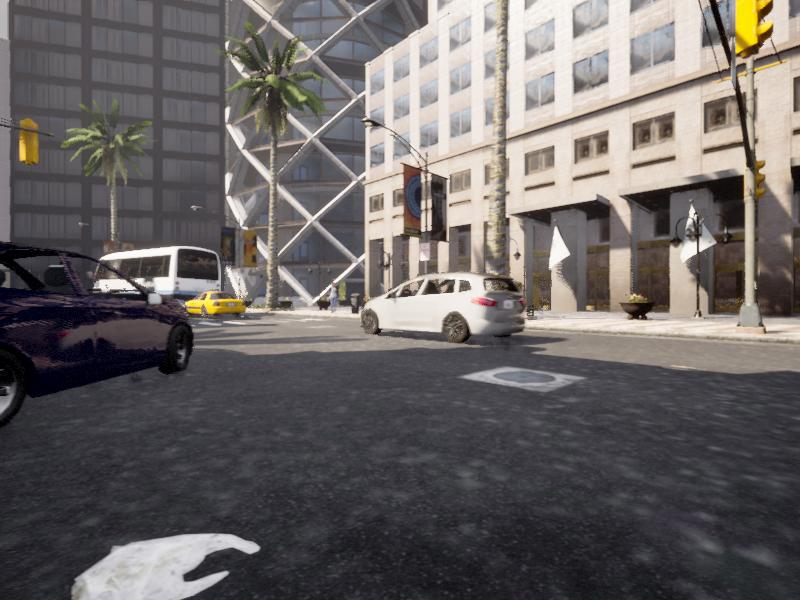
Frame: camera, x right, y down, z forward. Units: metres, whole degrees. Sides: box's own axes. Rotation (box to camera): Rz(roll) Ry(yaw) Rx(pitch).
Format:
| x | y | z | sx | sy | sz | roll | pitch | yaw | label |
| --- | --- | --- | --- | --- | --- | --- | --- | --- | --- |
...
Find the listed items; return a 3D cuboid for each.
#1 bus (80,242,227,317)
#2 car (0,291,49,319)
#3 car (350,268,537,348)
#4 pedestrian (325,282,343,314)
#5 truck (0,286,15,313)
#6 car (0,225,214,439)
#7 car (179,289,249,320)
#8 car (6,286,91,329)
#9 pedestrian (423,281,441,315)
| x | y | z | sx | sy | sz | roll | pitch | yaw | label |
| --- | --- | --- | --- | --- | --- | --- | --- | --- | --- |
| -16.780 | -1.156 | 26.996 | 10.273 | 4.253 | 3.944 | 0 | -1 | 30 | bus |
| -21.876 | 0.262 | 22.722 | 3.806 | 1.475 | 1.970 | 0 | 0 | 34 | car |
| 0.965 | 0.154 | 10.721 | 2.242 | 1.667 | 4.611 | 0 | 0 | -44 | car |
| -3.835 | -0.119 | 23.208 | 0.751 | 1.860 | 0.751 | 0 | 0 | -33 | pedestrian |
| -34.228 | -0.043 | 31.603 | 6.274 | 2.098 | 2.390 | 0 | 0 | 13 | truck |
| -3.711 | 0.226 | 4.148 | 1.845 | 1.501 | 3.633 | 0 | 0 | 0 | car |
| -10.543 | 0.209 | 22.461 | 5.366 | 1.575 | 1.801 | 0 | 0 | 45 | car |
| -14.220 | 0.256 | 16.089 | 4.792 | 1.488 | 2.163 | 0 | 0 | 44 | car |
| 1.815 | -0.123 | 22.761 | 0.751 | 1.860 | 0.751 | 0 | 0 | 42 | pedestrian |
